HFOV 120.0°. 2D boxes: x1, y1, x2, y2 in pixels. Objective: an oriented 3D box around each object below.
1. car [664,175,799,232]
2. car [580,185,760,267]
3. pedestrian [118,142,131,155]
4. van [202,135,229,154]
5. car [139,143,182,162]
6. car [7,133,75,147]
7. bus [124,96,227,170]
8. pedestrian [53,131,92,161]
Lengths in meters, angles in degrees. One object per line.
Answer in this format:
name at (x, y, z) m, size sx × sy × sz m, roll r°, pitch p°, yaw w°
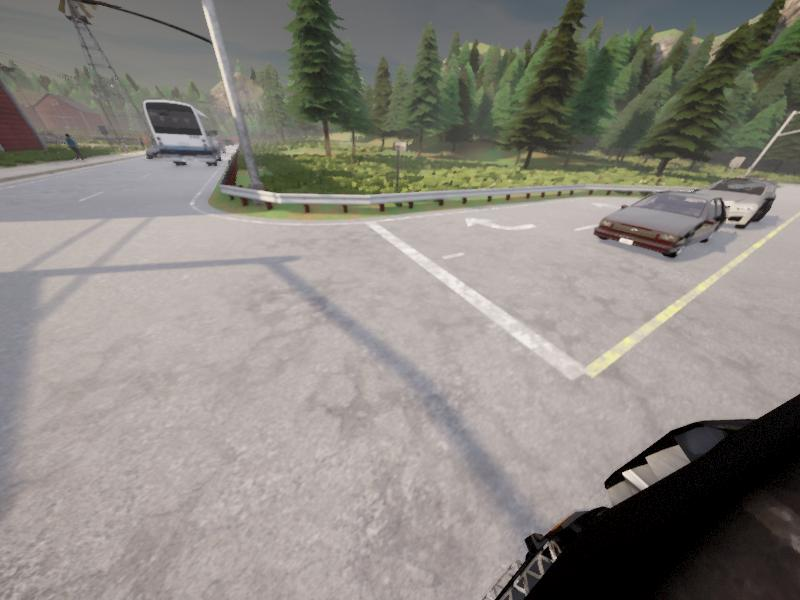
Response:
car at (14.563, -4.410, 10.192) m, size 4.611 × 1.667 × 2.242 m, roll -16°, pitch 38°, yaw -26°
car at (8.402, -2.553, 7.168) m, size 5.357 × 1.411 × 2.033 m, roll -16°, pitch 38°, yaw -26°
pedestrian at (-30.236, -16.620, 25.346) m, size 0.500 × 1.100 × 0.500 m, roll 28°, pitch 41°, yaw 32°
van at (-29.957, -25.406, 37.717) m, size 2.351 × 2.431 × 6.366 m, roll -15°, pitch 38°, yaw -25°
car at (-24.432, -15.220, 23.766) m, size 1.994 × 1.385 × 4.181 m, roll -15°, pitch 38°, yaw -25°
car at (-52.082, -23.321, 33.717) m, size 4.792 × 1.488 × 2.163 m, roll -16°, pitch 38°, yaw -26°
bus at (-19.010, -14.754, 20.882) m, size 3.944 × 4.253 × 10.273 m, roll -15°, pitch 38°, yaw -25°
pedestrian at (-25.119, -11.786, 17.777) m, size 0.751 × 1.860 × 0.751 m, roll -8°, pitch 35°, yaw -16°
